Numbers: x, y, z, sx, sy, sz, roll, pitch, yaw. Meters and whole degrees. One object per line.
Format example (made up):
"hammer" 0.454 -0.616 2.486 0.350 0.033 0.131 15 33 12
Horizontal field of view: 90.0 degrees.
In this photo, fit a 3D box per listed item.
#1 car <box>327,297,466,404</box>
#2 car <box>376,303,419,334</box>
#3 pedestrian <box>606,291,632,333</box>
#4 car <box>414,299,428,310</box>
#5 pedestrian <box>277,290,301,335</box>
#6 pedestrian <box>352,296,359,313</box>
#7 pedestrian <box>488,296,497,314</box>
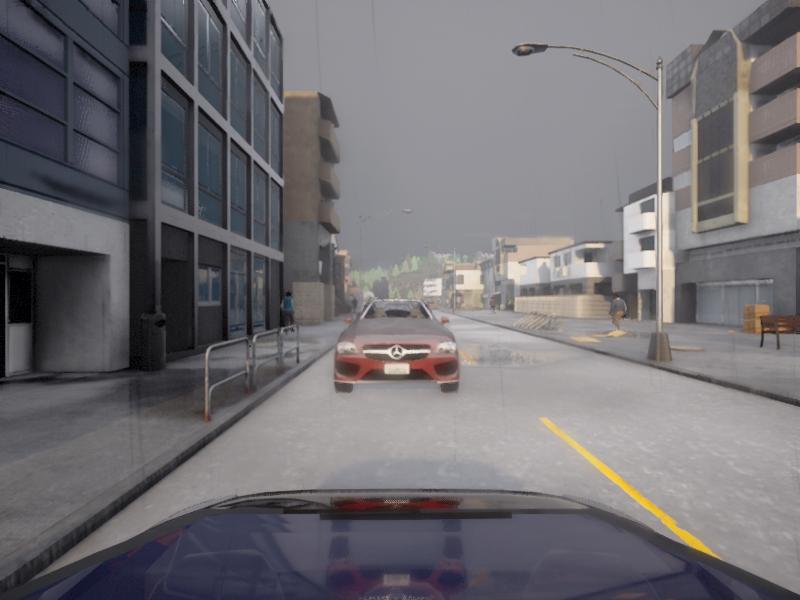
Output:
"car" -0.067 0.776 8.706 2.152 1.651 5.027 0 0 0
"car" -0.159 0.883 21.598 2.033 1.411 5.357 0 0 0
"pedestrian" 9.786 0.524 17.915 0.751 1.860 0.751 0 0 -2
"car" 3.516 0.736 68.032 1.930 1.638 5.238 0 0 0
"pedestrian" -4.684 0.525 16.921 0.751 1.860 0.751 0 0 3
"pedestrian" -4.998 0.510 44.765 0.751 1.860 0.751 0 0 -1
"pedestrian" 9.458 0.512 40.886 0.751 1.860 0.751 0 0 -2
